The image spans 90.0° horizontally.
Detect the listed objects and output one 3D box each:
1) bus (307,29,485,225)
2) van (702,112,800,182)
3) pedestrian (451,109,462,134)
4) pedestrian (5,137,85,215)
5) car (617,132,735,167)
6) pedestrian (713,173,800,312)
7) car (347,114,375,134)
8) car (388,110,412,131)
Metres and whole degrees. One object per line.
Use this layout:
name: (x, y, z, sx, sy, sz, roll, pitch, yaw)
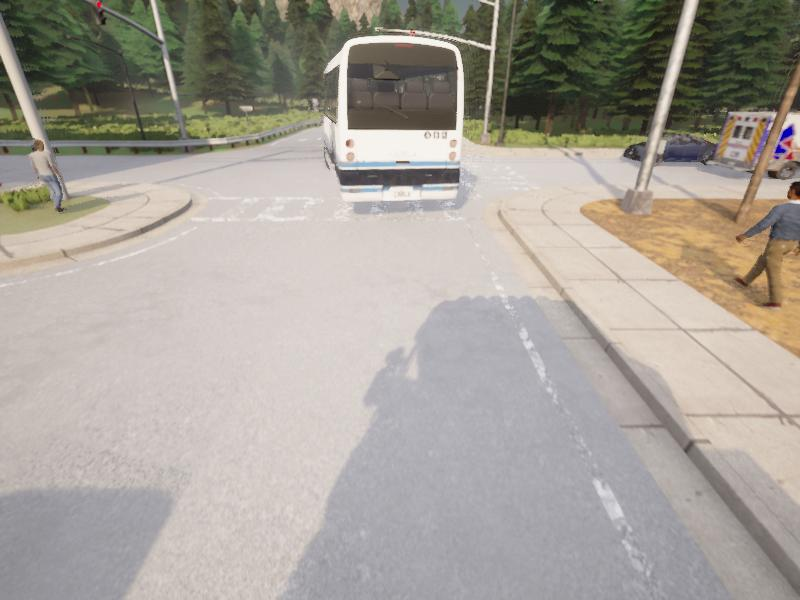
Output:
bus: (-1.086, -6.300, 14.272, 3.944, 4.253, 10.273, -5, 28, -11)
van: (16.753, -6.317, 16.379, 6.366, 2.431, 2.351, 0, 27, 1)
pedestrian: (4.582, -14.579, 32.650, 0.751, 1.860, 0.751, 3, 27, 5)
pedestrian: (-9.238, -3.248, 10.495, 0.751, 1.860, 0.751, -2, 27, -4)
car: (13.487, -7.474, 19.791, 4.181, 1.385, 1.994, 0, 27, 1)
pedestrian: (5.533, -0.827, 5.840, 0.751, 1.860, 0.751, 0, 27, 0)
car: (-3.470, -16.176, 36.650, 2.033, 1.411, 5.357, 0, 27, 0)
car: (0.032, -17.977, 39.864, 2.242, 1.667, 4.611, 0, 27, 0)
